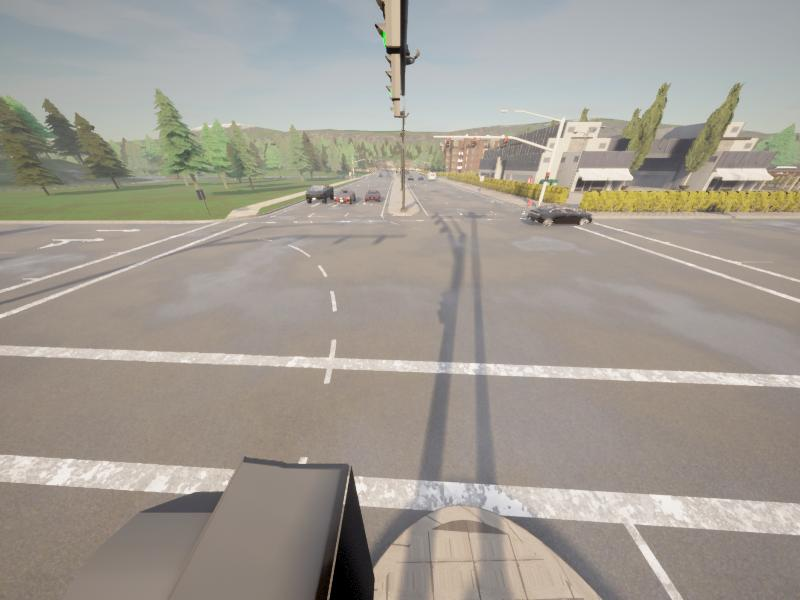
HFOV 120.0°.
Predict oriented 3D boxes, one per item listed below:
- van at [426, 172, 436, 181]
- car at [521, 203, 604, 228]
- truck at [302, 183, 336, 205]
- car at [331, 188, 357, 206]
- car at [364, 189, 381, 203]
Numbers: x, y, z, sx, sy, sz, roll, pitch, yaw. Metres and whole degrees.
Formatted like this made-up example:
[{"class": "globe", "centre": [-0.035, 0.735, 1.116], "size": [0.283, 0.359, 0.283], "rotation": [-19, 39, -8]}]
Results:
[{"class": "van", "centre": [10.659, -42.364, 79.256], "size": [2.351, 2.431, 6.366], "rotation": [0, 30, 0]}, {"class": "car", "centre": [12.891, -6.830, 18.623], "size": [4.902, 1.511, 2.128], "rotation": [-1, 30, -2]}, {"class": "truck", "centre": [-10.710, -14.415, 31.174], "size": [2.390, 2.098, 6.274], "rotation": [0, 30, -1]}, {"class": "car", "centre": [-7.190, -13.642, 30.312], "size": [2.152, 1.651, 5.027], "rotation": [0, 30, -1]}, {"class": "car", "centre": [-3.720, -14.464, 31.989], "size": [1.994, 1.385, 4.181], "rotation": [0, 30, -1]}]
